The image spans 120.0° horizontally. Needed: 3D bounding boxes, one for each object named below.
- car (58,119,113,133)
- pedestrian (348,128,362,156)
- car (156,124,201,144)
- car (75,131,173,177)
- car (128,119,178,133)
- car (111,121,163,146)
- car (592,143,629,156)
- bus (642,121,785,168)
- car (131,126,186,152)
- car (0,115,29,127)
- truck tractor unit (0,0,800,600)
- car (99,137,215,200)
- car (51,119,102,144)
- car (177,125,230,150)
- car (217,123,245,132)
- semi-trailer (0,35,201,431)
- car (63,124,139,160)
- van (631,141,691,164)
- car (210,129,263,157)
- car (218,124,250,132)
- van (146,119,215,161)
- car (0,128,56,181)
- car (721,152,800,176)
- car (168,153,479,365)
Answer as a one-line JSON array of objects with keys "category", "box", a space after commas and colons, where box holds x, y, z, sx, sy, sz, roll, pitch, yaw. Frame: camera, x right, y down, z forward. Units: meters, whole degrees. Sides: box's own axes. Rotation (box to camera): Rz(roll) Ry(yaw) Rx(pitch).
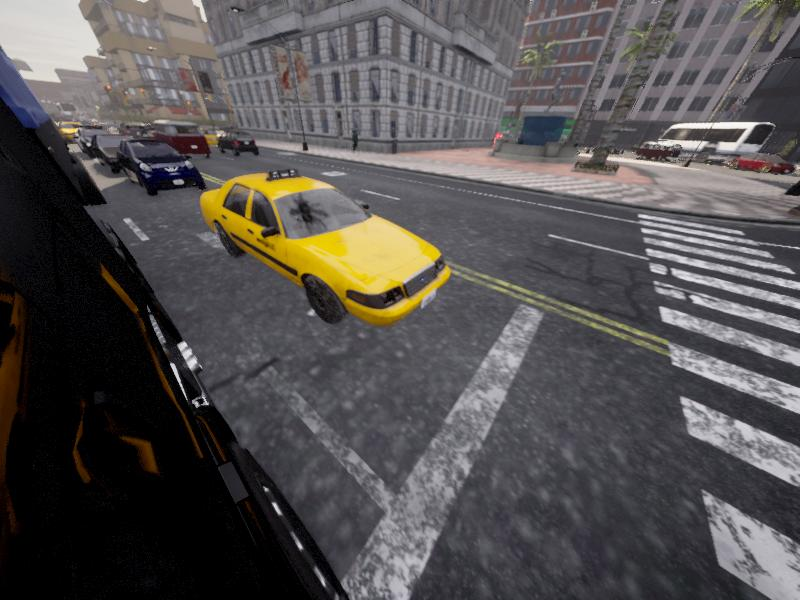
[{"category": "car", "box": [-42.861, -23.751, 31.613, 1.994, 1.385, 4.181, 27, 43, 29]}, {"category": "pedestrian", "box": [-3.757, -13.217, 19.313, 0.751, 1.860, 0.751, -29, 47, -35]}, {"category": "car", "box": [-23.657, -17.729, 24.648, 4.514, 1.525, 2.007, 26, 43, 28]}, {"category": "car", "box": [-13.894, -7.434, 11.575, 5.357, 1.411, 2.033, 27, 43, 29]}, {"category": "car", "box": [-40.740, -28.778, 38.271, 1.930, 1.638, 5.238, 27, 43, 29]}, {"category": "car", "box": [-24.627, -15.607, 21.615, 4.611, 1.667, 2.242, 29, 44, 31]}, {"category": "car", "box": [34.383, -24.780, 37.938, 1.970, 1.475, 3.806, -12, 39, -18]}, {"category": "bus", "box": [40.154, -20.877, 30.748, 3.944, 4.253, 10.273, -1, 37, -6]}, {"category": "car", "box": [-19.422, -12.945, 18.545, 4.193, 1.474, 1.816, 27, 43, 28]}, {"category": "car", "box": [-60.990, -28.287, 36.502, 4.181, 1.385, 1.994, 26, 43, 28]}, {"category": "truck tractor unit", "box": [-2.645, -0.295, 0.351, 6.516, 4.208, 3.053, 28, 44, 30]}, {"category": "car", "box": [-8.883, -4.975, 8.486, 3.633, 1.501, 1.845, 27, 43, 29]}, {"category": "car", "box": [-29.595, -15.405, 21.097, 5.366, 1.575, 1.801, 26, 43, 28]}, {"category": "car", "box": [-18.243, -15.058, 21.370, 5.366, 1.575, 1.801, 27, 43, 28]}, {"category": "car", "box": [-39.677, -40.579, 54.317, 2.163, 1.488, 4.792, 27, 43, 29]}, {"category": "semi-trailer", "box": [-8.660, -3.627, 4.271, 14.254, 4.402, 2.717, 29, 44, 30]}, {"category": "car", "box": [-19.166, -10.165, 14.783, 4.974, 1.542, 2.038, 27, 43, 29]}, {"category": "van", "box": [33.364, -19.119, 29.799, 2.069, 2.038, 4.480, -2, 37, -8]}, {"category": "car", "box": [-12.736, -12.264, 18.000, 3.705, 1.549, 1.789, 27, 43, 29]}, {"category": "car", "box": [-37.385, -38.832, 52.195, 2.033, 1.411, 5.357, 27, 43, 28]}, {"category": "van", "box": [-14.730, -10.782, 15.519, 4.442, 1.987, 1.775, 27, 43, 29]}, {"category": "car", "box": [-16.178, -5.993, 9.378, 3.633, 1.501, 1.845, 27, 43, 29]}, {"category": "car", "box": [36.569, -13.770, 23.297, 2.163, 1.488, 4.792, 6, 37, 5]}, {"category": "car", "box": [-1.701, -1.357, 4.053, 5.366, 1.575, 1.801, 27, 43, 29]}]
